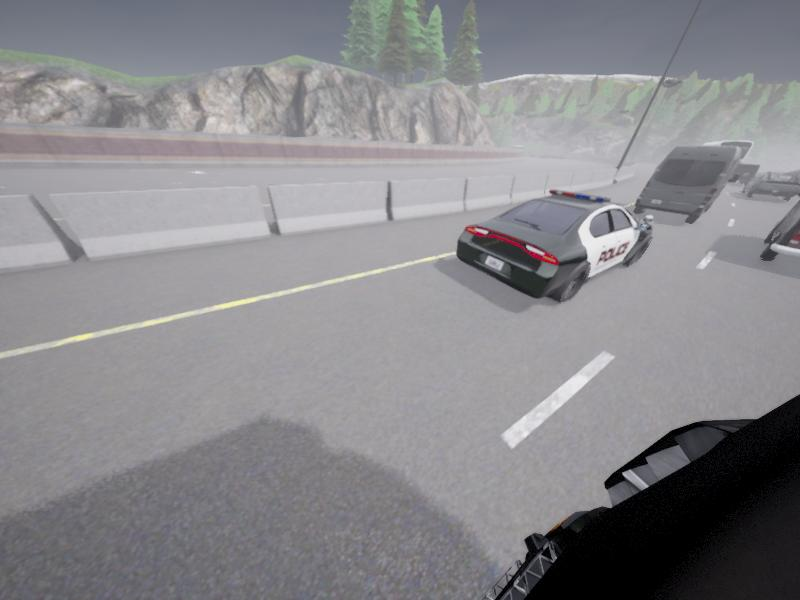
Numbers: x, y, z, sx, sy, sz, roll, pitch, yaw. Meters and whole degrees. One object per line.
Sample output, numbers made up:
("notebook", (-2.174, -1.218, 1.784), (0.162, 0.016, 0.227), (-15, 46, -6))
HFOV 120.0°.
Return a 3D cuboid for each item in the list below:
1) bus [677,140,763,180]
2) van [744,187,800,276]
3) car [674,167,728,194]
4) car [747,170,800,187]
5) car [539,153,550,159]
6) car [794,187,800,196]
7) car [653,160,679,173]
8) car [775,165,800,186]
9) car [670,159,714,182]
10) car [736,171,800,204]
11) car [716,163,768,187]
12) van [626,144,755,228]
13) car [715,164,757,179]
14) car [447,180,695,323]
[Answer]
("bus", (45.219, -20.345, 33.402), (3.944, 4.253, 10.273), (25, 40, 29))
("van", (11.211, -1.948, 5.709), (4.480, 2.038, 2.069), (-20, 40, -29))
("car", (24.387, -9.841, 18.805), (4.514, 1.525, 2.007), (-25, 43, -35))
("car", (41.991, -13.803, 26.103), (1.895, 1.301, 4.718), (27, 41, 32))
("car", (49.916, -49.630, 79.776), (2.007, 1.525, 4.514), (12, 35, 13))
("car", (32.287, -8.400, 17.248), (4.193, 1.474, 1.816), (-27, 44, -36))
("car", (46.245, -23.329, 40.279), (1.851, 1.617, 3.988), (23, 39, 27))
("car", (47.809, -14.731, 27.359), (1.932, 1.855, 4.605), (26, 40, 30))
("car", (35.072, -15.827, 27.971), (2.150, 2.045, 5.566), (28, 42, 32))
("car", (26.340, -8.123, 16.399), (4.902, 1.511, 2.128), (-26, 43, -35))
("car", (35.693, -13.224, 24.279), (1.905, 1.878, 3.866), (29, 42, 33))
("van", (12.764, -5.147, 10.125), (5.915, 2.561, 1.988), (-21, 40, -31))
("car", (49.526, -19.038, 34.195), (2.007, 1.525, 4.514), (24, 39, 28))
("car", (3.666, -1.470, 4.946), (4.974, 1.542, 2.038), (-18, 39, -28))
